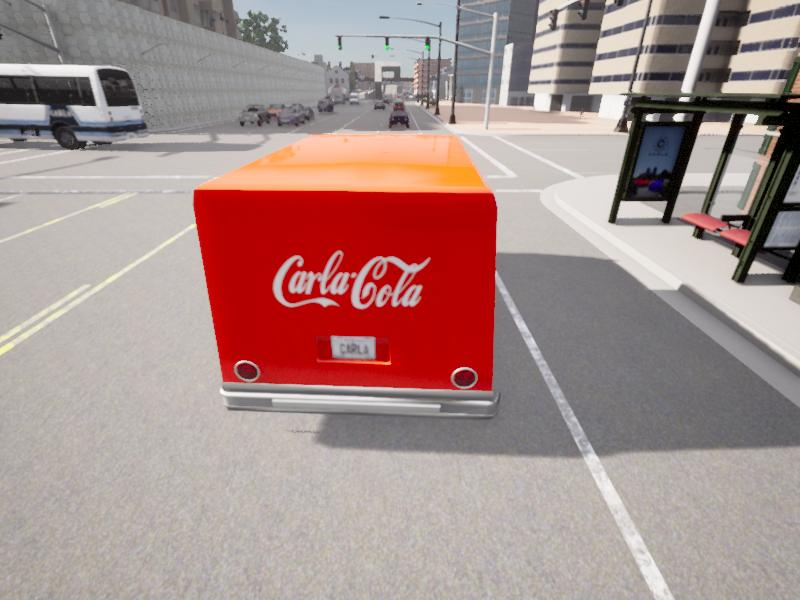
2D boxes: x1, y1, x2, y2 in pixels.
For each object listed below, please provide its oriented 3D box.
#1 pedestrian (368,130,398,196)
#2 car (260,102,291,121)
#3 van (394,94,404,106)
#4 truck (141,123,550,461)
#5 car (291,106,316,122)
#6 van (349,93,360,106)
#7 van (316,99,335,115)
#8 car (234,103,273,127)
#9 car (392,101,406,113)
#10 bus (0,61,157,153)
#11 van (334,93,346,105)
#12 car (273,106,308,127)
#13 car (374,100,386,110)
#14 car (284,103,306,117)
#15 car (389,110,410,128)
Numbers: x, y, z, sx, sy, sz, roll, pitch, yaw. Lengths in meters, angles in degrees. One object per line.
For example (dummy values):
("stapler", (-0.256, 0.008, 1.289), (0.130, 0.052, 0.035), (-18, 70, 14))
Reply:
("pedestrian", (-0.516, -4.353, 12.711), (0.751, 1.860, 0.751), (5, 28, 10))
("car", (-14.102, -21.523, 45.693), (2.097, 1.767, 4.553), (0, 28, 0))
("van", (-0.207, -46.681, 93.133), (2.351, 2.431, 6.366), (0, 28, 0))
("truck", (-0.246, -0.865, 5.427), (2.627, 2.467, 5.204), (1, 27, 3))
("car", (-10.600, -20.611, 44.232), (1.845, 1.501, 3.633), (0, 28, 0))
("van", (-10.716, -47.334, 94.230), (1.988, 2.561, 5.915), (0, 28, 0))
("van", (-10.627, -27.617, 57.144), (1.775, 1.987, 4.442), (0, 28, 0))
("car", (-14.087, -17.988, 38.839), (1.932, 1.855, 4.605), (0, 28, 0))
("car", (-0.140, -30.187, 62.621), (2.007, 1.525, 4.514), (0, 28, 0))
("bus", (-20.617, -11.052, 22.901), (10.273, 4.253, 3.944), (3, 27, 2))
("van", (-14.217, -47.634, 94.804), (1.988, 2.561, 5.915), (0, 28, 0))
("car", (-10.587, -17.968, 39.073), (2.033, 1.649, 4.856), (0, 28, 0))
("car", (-3.662, -35.302, 72.490), (1.970, 1.475, 3.806), (0, 28, 0))
("car", (-14.119, -25.742, 54.111), (1.816, 1.474, 4.193), (0, 28, 0))
("car", (-0.086, -17.446, 38.425), (1.895, 1.301, 4.718), (0, 28, 0))
